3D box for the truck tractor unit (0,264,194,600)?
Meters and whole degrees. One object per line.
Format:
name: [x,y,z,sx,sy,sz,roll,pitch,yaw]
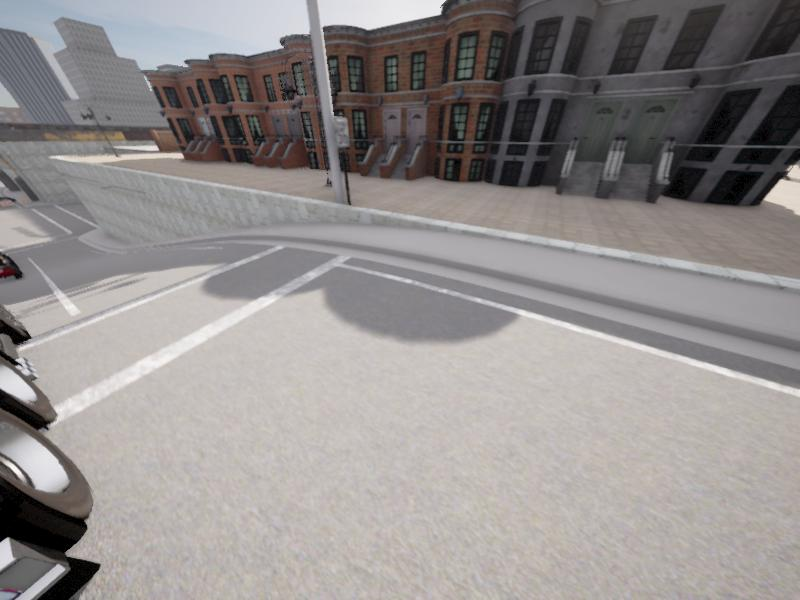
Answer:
truck tractor unit: [-5.180,-0.188,0.913,6.516,4.208,3.053,14,37,27]
